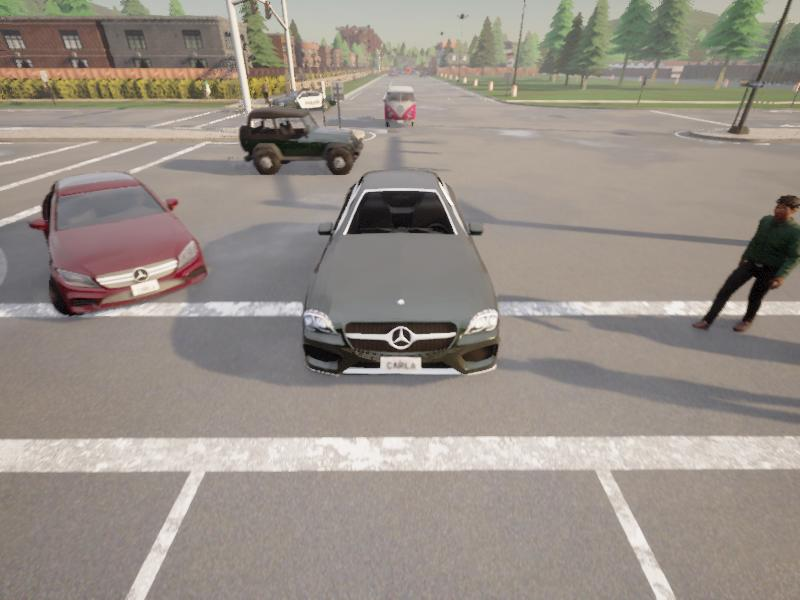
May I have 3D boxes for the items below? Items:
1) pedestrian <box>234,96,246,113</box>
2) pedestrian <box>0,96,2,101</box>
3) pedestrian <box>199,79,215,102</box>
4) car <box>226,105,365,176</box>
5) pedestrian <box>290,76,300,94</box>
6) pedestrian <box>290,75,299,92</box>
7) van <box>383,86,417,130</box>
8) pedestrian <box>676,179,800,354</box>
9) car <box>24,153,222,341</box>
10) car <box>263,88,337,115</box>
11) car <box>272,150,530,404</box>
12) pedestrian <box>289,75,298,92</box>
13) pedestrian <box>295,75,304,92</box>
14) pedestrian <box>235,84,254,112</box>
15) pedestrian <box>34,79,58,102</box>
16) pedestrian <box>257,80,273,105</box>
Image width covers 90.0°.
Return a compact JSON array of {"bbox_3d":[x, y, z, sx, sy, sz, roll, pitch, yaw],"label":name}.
[{"bbox_3d":[-11.866,-14.477,29.623,0.500,1.100,0.500,0,30,0],"label":"pedestrian"},{"bbox_3d":[-37.761,-19.379,36.945,0.751,1.860,0.751,22,37,33],"label":"pedestrian"},{"bbox_3d":[-17.824,-19.364,36.926,0.751,1.860,0.751,0,30,0],"label":"pedestrian"},{"bbox_3d":[-3.204,-5.243,13.100,3.866,1.878,1.905,0,30,1],"label":"car"},{"bbox_3d":[-12.531,-25.621,47.628,0.751,1.860,0.751,2,30,4],"label":"pedestrian"},{"bbox_3d":[-13.517,-27.680,51.150,0.751,1.860,0.751,-1,30,-2],"label":"pedestrian"},{"bbox_3d":[0.011,-11.340,23.432,1.775,1.987,4.442,0,30,0],"label":"van"},{"bbox_3d":[4.230,-0.381,4.764,0.751,1.860,0.751,-9,31,-14],"label":"pedestrian"},{"bbox_3d":[-4.884,-1.305,6.804,1.812,1.442,4.674,-22,37,-33],"label":"car"},{"bbox_3d":[-7.481,-15.154,30.404,4.974,1.542,2.038,-25,38,-36],"label":"car"},{"bbox_3d":[0.008,-0.893,5.924,2.152,1.651,5.027,0,30,0],"label":"car"},{"bbox_3d":[-13.320,-27.171,50.279,0.751,1.860,0.751,-2,30,-3],"label":"pedestrian"},{"bbox_3d":[-12.772,-27.415,50.696,0.751,1.860,0.751,-13,33,-21],"label":"pedestrian"},{"bbox_3d":[-11.820,-15.417,30.492,0.751,1.860,0.751,3,30,4],"label":"pedestrian"},{"bbox_3d":[-32.692,-19.388,36.963,0.751,1.860,0.751,0,30,0],"label":"pedestrian"},{"bbox_3d":[-11.181,-17.230,33.217,0.751,1.860,0.751,0,30,0],"label":"pedestrian"}]
